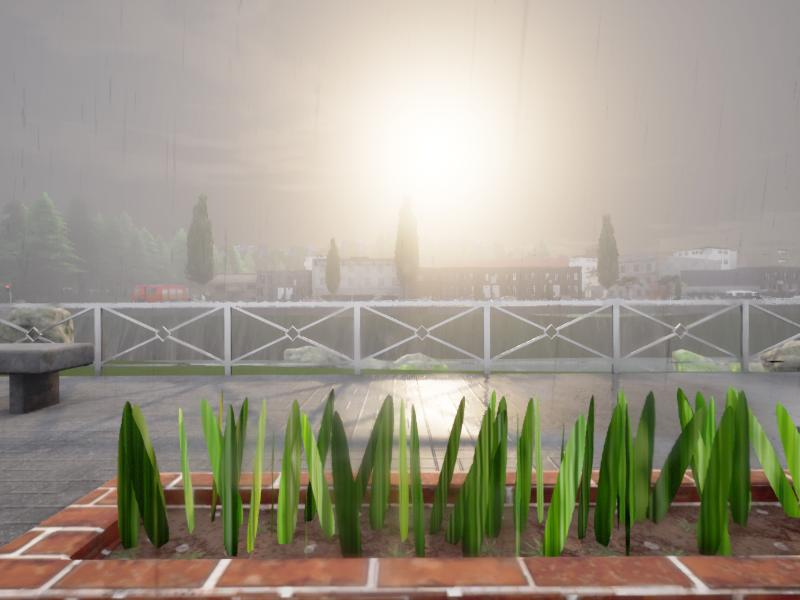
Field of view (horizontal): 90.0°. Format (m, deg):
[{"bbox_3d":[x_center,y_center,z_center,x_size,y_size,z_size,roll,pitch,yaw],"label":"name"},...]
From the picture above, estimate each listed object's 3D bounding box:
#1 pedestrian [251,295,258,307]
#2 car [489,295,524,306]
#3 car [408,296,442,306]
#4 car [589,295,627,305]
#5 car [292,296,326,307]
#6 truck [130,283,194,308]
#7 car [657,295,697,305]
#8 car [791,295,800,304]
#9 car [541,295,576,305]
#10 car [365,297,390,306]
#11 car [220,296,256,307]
[{"bbox_3d":[-22.679,0.130,62.253,0.751,1.860,0.751,0,0,26],"label":"pedestrian"},{"bbox_3d":[17.108,0.050,64.378,5.238,1.638,1.930,0,0,0],"label":"car"},{"bbox_3d":[3.967,0.121,64.363,5.238,1.638,1.930,0,0,0],"label":"car"},{"bbox_3d":[33.421,-0.012,64.399,4.974,1.542,2.038,0,0,0],"label":"car"},{"bbox_3d":[-14.558,0.229,64.341,5.027,1.651,2.152,0,0,0],"label":"car"},{"bbox_3d":[-38.195,-0.746,64.323,8.468,3.827,2.891,0,0,0],"label":"truck"},{"bbox_3d":[44.544,-0.044,64.411,5.008,1.535,1.882,0,0,0],"label":"car"},{"bbox_3d":[66.274,-0.144,64.435,4.892,1.490,1.837,0,0,0],"label":"car"},{"bbox_3d":[25.451,0.003,64.389,4.856,1.649,2.033,0,0,0],"label":"car"},{"bbox_3d":[-3.593,0.244,64.349,3.806,1.475,1.970,0,0,0],"label":"car"},{"bbox_3d":[-26.020,0.287,64.330,4.856,1.649,2.033,0,0,0],"label":"car"}]
